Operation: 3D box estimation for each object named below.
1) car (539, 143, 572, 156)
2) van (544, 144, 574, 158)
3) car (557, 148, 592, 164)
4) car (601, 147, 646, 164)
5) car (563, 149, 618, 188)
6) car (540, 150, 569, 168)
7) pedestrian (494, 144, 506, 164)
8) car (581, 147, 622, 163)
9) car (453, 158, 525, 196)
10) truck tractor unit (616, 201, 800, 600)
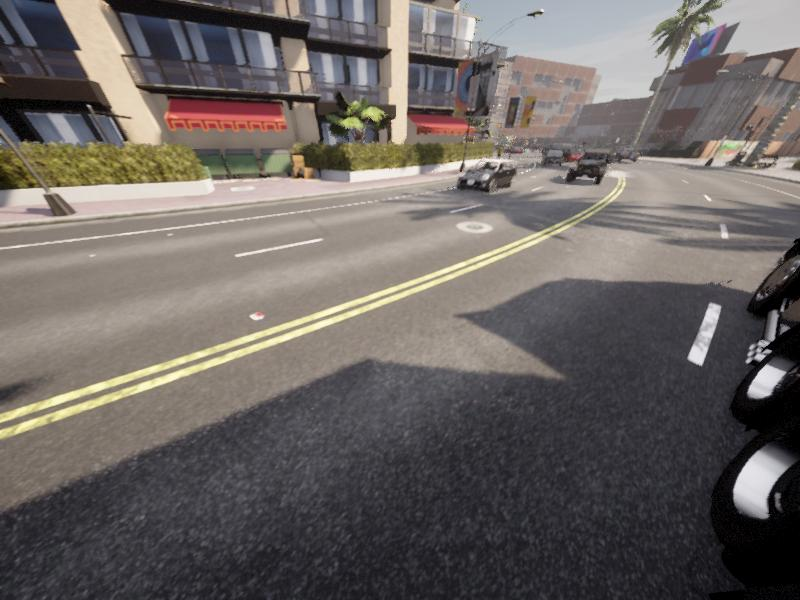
[{"bbox_3d":[30.642,-29.887,45.804,2.150,2.045,5.566,-4,35,-6],"label":"car"},{"bbox_3d":[27.754,-26.220,40.512,1.775,1.987,4.442,0,34,-1],"label":"van"},{"bbox_3d":[23.060,-19.238,30.761,2.007,1.525,4.514,8,35,11],"label":"car"},{"bbox_3d":[30.380,-19.871,31.632,2.152,1.651,5.027,8,35,11],"label":"car"},{"bbox_3d":[12.584,-8.790,15.218,1.905,1.878,3.866,25,42,31],"label":"car"},{"bbox_3d":[17.364,-16.092,26.198,1.837,1.490,4.892,14,36,19],"label":"car"},{"bbox_3d":[11.262,-16.501,26.126,0.751,1.860,0.751,16,38,22],"label":"pedestrian"},{"bbox_3d":[26.628,-19.332,30.774,2.242,1.667,4.611,9,35,12],"label":"car"},{"bbox_3d":[5.010,-7.024,12.983,3.806,1.475,1.970,-28,44,-35],"label":"car"},{"bbox_3d":[4.999,-0.396,0.933,6.516,4.208,3.053,-22,41,-29],"label":"truck tractor unit"}]
